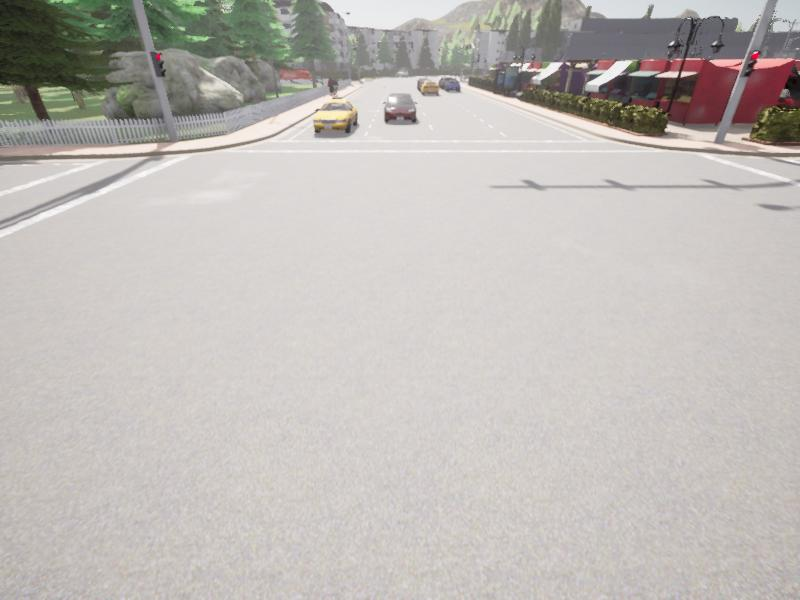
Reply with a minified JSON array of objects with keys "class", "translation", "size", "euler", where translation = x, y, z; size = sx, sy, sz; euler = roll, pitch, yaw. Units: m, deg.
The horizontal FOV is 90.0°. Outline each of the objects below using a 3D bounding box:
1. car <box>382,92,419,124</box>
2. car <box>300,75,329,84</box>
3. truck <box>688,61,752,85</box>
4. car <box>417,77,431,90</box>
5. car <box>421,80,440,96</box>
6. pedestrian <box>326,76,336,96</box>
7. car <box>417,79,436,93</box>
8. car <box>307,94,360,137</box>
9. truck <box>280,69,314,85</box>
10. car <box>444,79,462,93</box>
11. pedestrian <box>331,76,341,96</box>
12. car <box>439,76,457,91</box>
[{"class":"car","translation":[0.016,-12.409,25.732],"size":[2.163,1.488,4.792],"euler":[0,30,0]},{"class":"car","translation":[-16.355,-42.337,76.840],"size":[4.902,1.511,2.128],"euler":[1,30,1]},{"class":"truck","translation":[59.434,-42.367,74.540],"size":[8.468,3.827,2.891],"euler":[1,30,1]},{"class":"car","translation":[3.529,-32.244,59.553],"size":[1.882,1.535,5.008],"euler":[0,30,0]},{"class":"car","translation":[3.566,-25.395,47.854],"size":[1.882,1.535,5.008],"euler":[0,30,0]},{"class":"pedestrian","translation":[-7.646,-23.751,44.388],"size":[0.751,1.860,0.751],"euler":[2,30,3]},{"class":"car","translation":[3.538,-28.765,53.668],"size":[2.163,1.488,4.792],"euler":[0,30,0]},{"class":"car","translation":[-3.440,-10.117,21.722],"size":[1.801,1.575,5.366],"euler":[1,30,1]},{"class":"truck","translation":[-18.889,-41.017,73.632],"size":[5.204,2.467,2.627],"euler":[1,30,1]},{"class":"car","translation":[7.027,-28.516,53.245],"size":[1.816,1.474,4.193],"euler":[0,30,0]},{"class":"pedestrian","translation":[-7.019,-23.439,43.853],"size":[0.751,1.860,0.751],"euler":[6,31,10]},{"class":"car","translation":[7.029,-31.882,58.844],"size":[2.033,1.649,4.856],"euler":[0,30,0]}]
